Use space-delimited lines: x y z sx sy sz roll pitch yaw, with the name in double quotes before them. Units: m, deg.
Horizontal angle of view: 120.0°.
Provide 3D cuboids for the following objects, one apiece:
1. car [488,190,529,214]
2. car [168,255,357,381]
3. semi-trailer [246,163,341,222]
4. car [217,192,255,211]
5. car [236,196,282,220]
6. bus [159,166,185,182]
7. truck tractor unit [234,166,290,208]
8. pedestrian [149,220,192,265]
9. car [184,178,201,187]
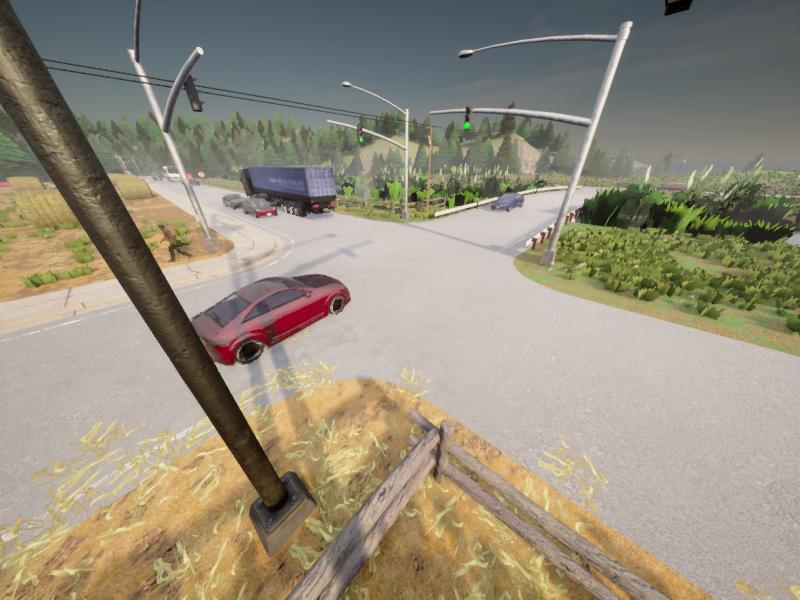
"car" 11.213 -10.164 23.755 4.674 1.442 1.812 -28 40 -35
"car" -3.545 0.088 6.860 1.994 1.385 4.181 20 36 31
"semi-trailer" -11.560 -11.601 23.985 14.254 4.402 2.717 26 39 37
"car" -19.213 -11.586 26.983 5.357 1.411 2.033 25 38 36
"car" -13.844 -9.098 22.586 4.792 1.488 2.163 25 38 36
"bus" -74.061 -40.958 74.991 10.273 4.253 3.944 25 38 36
"truck tractor unit" -17.223 -14.282 28.820 6.516 4.208 3.053 26 38 36
"pedestrian" -10.762 -2.709 10.859 0.751 1.860 0.751 25 39 37
"car" -51.996 -29.514 57.808 5.027 1.651 2.152 25 38 36
